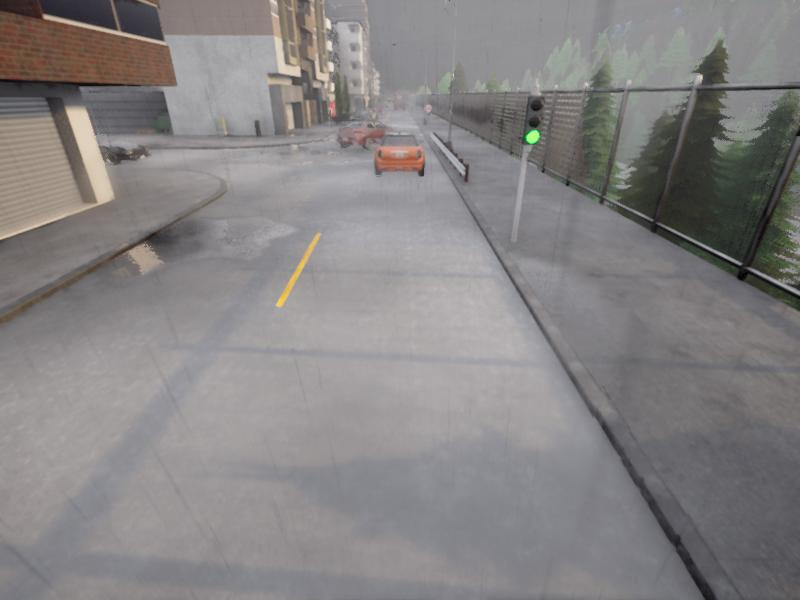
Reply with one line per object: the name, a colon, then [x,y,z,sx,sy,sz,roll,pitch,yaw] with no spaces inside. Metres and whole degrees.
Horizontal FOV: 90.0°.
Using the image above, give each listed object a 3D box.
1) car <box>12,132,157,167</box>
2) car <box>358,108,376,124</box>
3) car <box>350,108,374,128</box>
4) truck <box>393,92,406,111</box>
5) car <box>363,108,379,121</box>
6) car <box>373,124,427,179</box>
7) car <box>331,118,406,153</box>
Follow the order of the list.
car: [-15.585,-7.575,20.022,5.357,1.411,2.033,1,27,2]
car: [-4.028,-22.897,49.758,1.801,1.575,5.366,0,27,0]
car: [-4.022,-19.754,43.372,2.097,1.767,4.553,0,27,0]
truck: [-0.066,-46.865,94.170,2.891,3.827,8.468,0,27,0]
car: [-4.031,-25.994,55.933,1.970,1.475,3.806,0,27,0]
car: [-0.006,-6.758,17.929,2.097,1.767,4.553,0,27,0]
car: [-1.923,-10.785,26.004,2.152,1.651,5.027,17,32,30]
